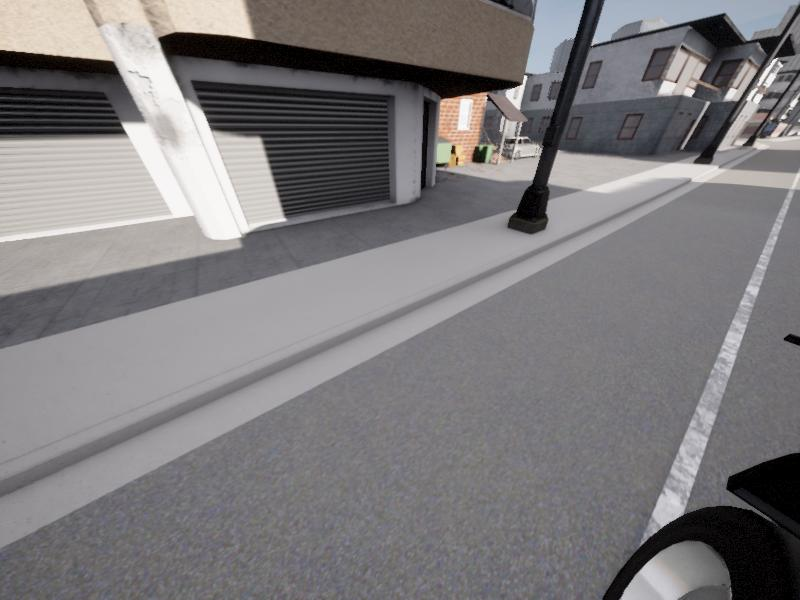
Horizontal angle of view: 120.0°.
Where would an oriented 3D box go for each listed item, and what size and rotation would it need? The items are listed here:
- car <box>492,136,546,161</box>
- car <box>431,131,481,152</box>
[{"bbox_3d":[9.689,-12.441,18.880,3.806,1.475,1.970,-23,41,-26],"label":"car"},{"bbox_3d":[5.946,-16.923,24.605,5.027,1.636,2.152,-22,41,-27],"label":"car"}]
